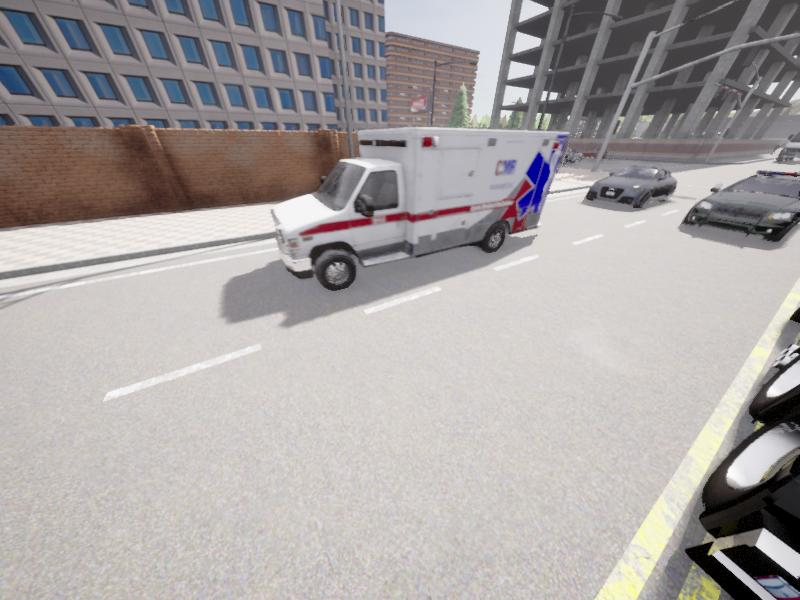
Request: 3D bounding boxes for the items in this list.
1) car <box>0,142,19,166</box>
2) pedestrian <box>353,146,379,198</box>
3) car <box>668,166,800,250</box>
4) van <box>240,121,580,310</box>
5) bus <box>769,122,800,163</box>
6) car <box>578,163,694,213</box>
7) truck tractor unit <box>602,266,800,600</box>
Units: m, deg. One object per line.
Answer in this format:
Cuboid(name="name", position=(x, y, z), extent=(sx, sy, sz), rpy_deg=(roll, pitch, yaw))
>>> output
Cuboid(name="car", position=(-37.734, -12.872, 20.446), extent=(1.932, 1.855, 4.605), rpy_deg=(-16, 38, -22))
Cuboid(name="pedestrian", position=(-1.432, -5.466, 9.907), extent=(0.751, 1.860, 0.751), rpy_deg=(-14, 37, -20))
Cuboid(name="car", position=(11.200, -3.100, 7.212), extent=(4.974, 1.542, 2.038), rpy_deg=(-18, 39, -24))
Cuboid(name="van", position=(0.542, -2.309, 5.199), extent=(6.366, 2.431, 2.351), rpy_deg=(-18, 39, -24))
Cuboid(name="bus", position=(54.312, -20.460, 30.153), extent=(10.273, 4.253, 3.944), rpy_deg=(-17, 38, -25))
Cuboid(name="car", position=(10.314, -5.055, 10.151), extent=(4.181, 1.385, 1.994), rpy_deg=(-18, 39, -24))
Cuboid(name="truck tractor unit", position=(5.112, -0.301, 0.772), extent=(6.516, 4.208, 3.053), rpy_deg=(-18, 39, -24))
